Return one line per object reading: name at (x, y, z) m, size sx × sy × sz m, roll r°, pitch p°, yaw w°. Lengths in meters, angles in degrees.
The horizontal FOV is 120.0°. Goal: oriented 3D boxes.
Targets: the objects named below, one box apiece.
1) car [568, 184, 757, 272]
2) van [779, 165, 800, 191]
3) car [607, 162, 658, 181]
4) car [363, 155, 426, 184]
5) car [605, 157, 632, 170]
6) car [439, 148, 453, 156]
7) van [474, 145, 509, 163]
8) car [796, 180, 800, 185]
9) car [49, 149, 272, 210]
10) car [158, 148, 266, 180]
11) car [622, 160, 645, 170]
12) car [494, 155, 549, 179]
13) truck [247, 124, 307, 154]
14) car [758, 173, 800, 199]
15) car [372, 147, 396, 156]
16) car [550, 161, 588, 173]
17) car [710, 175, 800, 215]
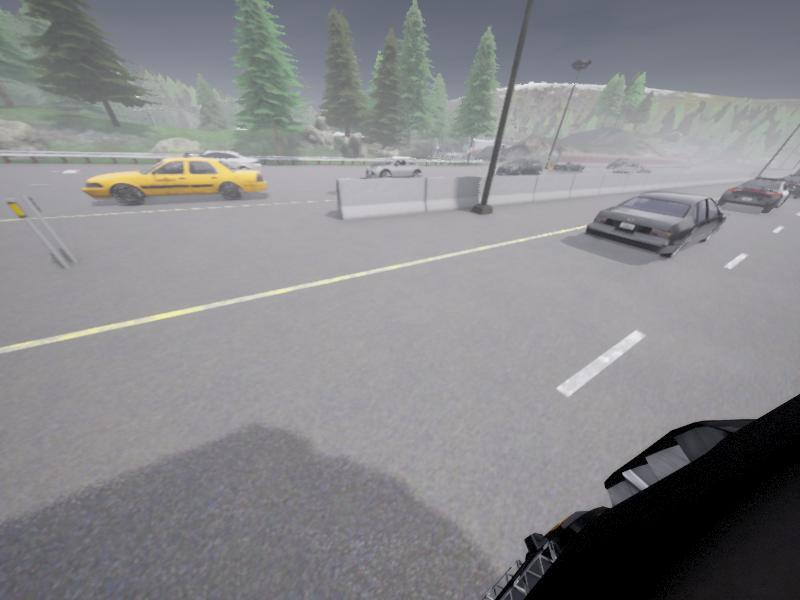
car at (7.773, -2.405, 6.815) m, size 5.357 × 1.411 × 2.033 m, roll -16°, pitch 38°, yaw -26°
van at (43.389, -13.080, 24.390) m, size 5.915 × 2.561 × 1.988 m, roll -16°, pitch 38°, yaw -26°
car at (26.165, -14.538, 26.054) m, size 5.027 × 1.651 × 2.152 m, roll -16°, pitch 38°, yaw -26°
car at (-0.378, -9.126, 16.102) m, size 3.806 × 1.475 × 1.970 m, roll -16°, pitch 38°, yaw -26°
car at (41.380, -25.777, 43.687) m, size 3.866 × 1.878 × 1.905 m, roll -16°, pitch 38°, yaw -26°
car at (14.458, -46.803, 72.874) m, size 3.866 × 1.878 × 1.905 m, roll -16°, pitch 38°, yaw -26°
van at (17.558, -28.283, 44.644) m, size 1.988 × 2.561 × 5.915 m, roll -16°, pitch 38°, yaw -26°
car at (56.055, -16.301, 31.058) m, size 4.514 × 1.525 × 2.007 m, roll -16°, pitch 38°, yaw -26°
car at (-8.147, -4.684, 8.812) m, size 5.366 × 1.575 × 1.801 m, roll -16°, pitch 38°, yaw -26°
car at (-11.079, -8.301, 14.083) m, size 4.674 × 1.442 × 1.812 m, roll -16°, pitch 38°, yaw -26°
car at (47.375, -27.365, 46.794) m, size 3.705 × 1.549 × 1.789 m, roll -16°, pitch 38°, yaw -26°
car at (11.552, -12.676, 22.008) m, size 4.553 × 1.767 × 2.097 m, roll -16°, pitch 38°, yaw -26°
truck at (-21.323, -28.100, 40.577) m, size 8.468 × 3.827 × 2.891 m, roll -14°, pitch 37°, yaw -24°
car at (32.695, -9.604, 19.308) m, size 4.974 × 1.542 × 2.038 m, roll -16°, pitch 38°, yaw -26°
car at (-3.448, -32.204, 50.151) m, size 4.792 × 1.488 × 2.163 m, roll -16°, pitch 38°, yaw -26°
car at (22.880, -17.976, 31.204) m, size 4.718 × 1.301 × 1.895 m, roll -16°, pitch 38°, yaw -26°
car at (20.410, -6.085, 13.131) m, size 4.974 × 1.542 × 2.038 m, roll -16°, pitch 38°, yaw -26°
